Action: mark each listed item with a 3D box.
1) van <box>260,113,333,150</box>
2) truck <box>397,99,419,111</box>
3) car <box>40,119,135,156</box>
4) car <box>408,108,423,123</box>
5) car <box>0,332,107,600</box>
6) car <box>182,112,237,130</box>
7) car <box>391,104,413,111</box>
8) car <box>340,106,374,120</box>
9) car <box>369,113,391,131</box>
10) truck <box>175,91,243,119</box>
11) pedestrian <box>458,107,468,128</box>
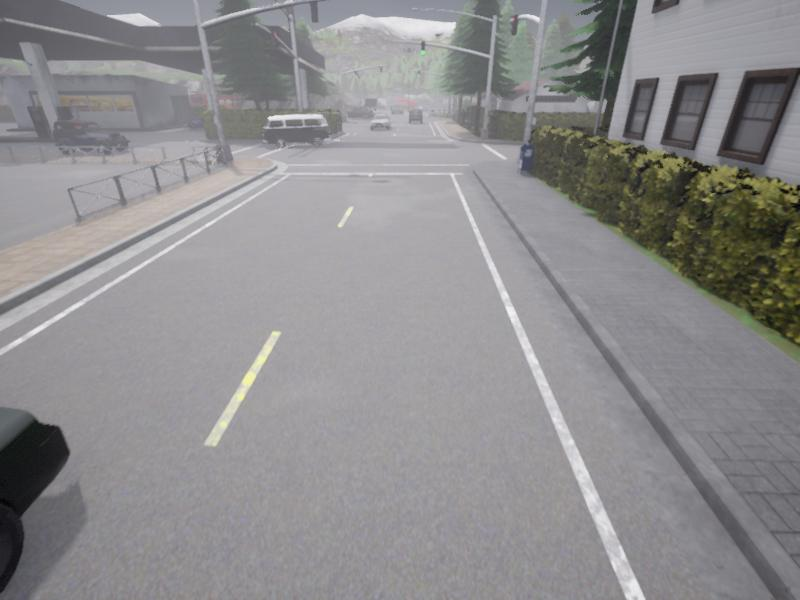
[{"bbox_3d":[-7.119,-11.624,27.505,4.480,2.038,2.069,-9,29,-14],"label":"van"},{"bbox_3d":[1.870,-46.979,96.280,5.204,2.467,2.627,1,27,2],"label":"truck"},{"bbox_3d":[-19.046,-10.006,24.574,3.866,1.878,1.905,1,27,2],"label":"car"},{"bbox_3d":[1.979,-23.091,50.136,1.789,1.549,3.705,1,27,2],"label":"car"},{"bbox_3d":[-3.718,2.029,1.023,2.038,1.542,4.974,1,27,2],"label":"car"},{"bbox_3d":[-20.524,-19.321,43.185,4.611,1.667,2.242,1,27,2],"label":"car"},{"bbox_3d":[0.406,-44.997,93.431,5.008,1.535,1.882,1,27,2],"label":"car"},{"bbox_3d":[-6.424,-28.243,60.309,4.553,1.767,2.097,5,28,12],"label":"car"},{"bbox_3d":[-1.952,-18.313,41.113,1.812,1.442,4.674,0,27,2],"label":"car"},{"bbox_3d":[-29.004,-29.750,61.064,8.468,3.827,2.891,1,27,2],"label":"truck"},{"bbox_3d":[6.158,-17.819,39.100,0.751,1.860,0.751,8,28,15],"label":"pedestrian"}]
